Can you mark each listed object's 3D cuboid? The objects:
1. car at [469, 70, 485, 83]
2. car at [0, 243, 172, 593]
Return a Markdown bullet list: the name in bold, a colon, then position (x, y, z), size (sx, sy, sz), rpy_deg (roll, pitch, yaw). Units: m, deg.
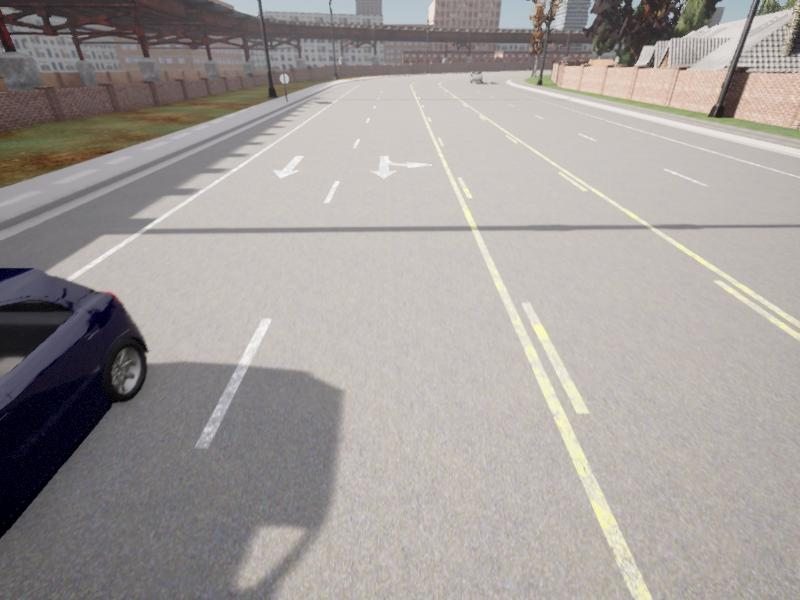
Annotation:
- **car**: position (10.999, -31.866, 57.074), size (1.845, 1.501, 3.633), rpy_deg (6, 32, 10)
- **car**: position (-3.549, 1.019, 2.679), size (1.845, 1.501, 3.633), rpy_deg (0, 31, 0)
